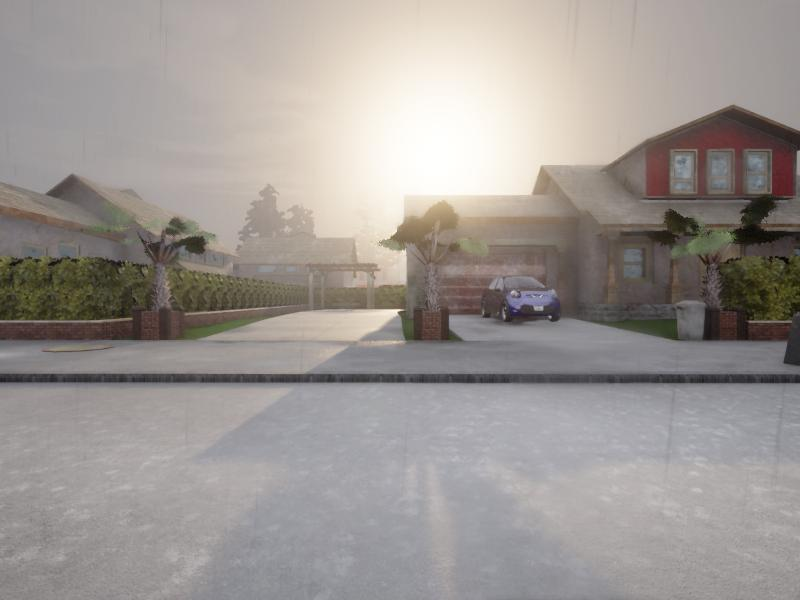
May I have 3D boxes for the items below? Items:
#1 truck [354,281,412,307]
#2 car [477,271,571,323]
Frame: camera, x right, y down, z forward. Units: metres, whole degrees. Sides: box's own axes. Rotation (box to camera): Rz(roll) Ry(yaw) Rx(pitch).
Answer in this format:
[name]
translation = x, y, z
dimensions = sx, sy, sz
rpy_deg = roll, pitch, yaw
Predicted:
[truck]
translation = -2.477, -0.921, 60.272
dimensions = 8.468, 3.827, 2.891
rpy_deg = 0, 0, 0
[car]
translation = 3.891, -0.082, 13.247
dimensions = 1.845, 1.501, 3.633
rpy_deg = 0, 0, -3
